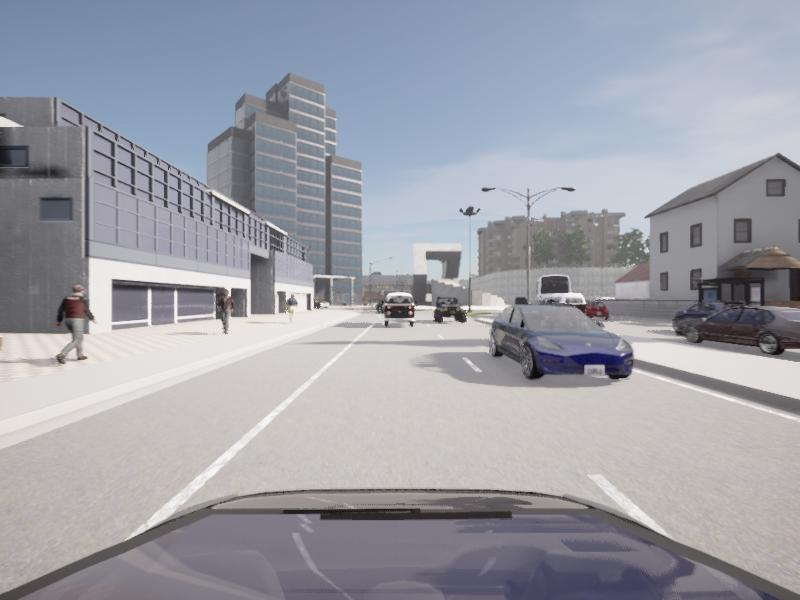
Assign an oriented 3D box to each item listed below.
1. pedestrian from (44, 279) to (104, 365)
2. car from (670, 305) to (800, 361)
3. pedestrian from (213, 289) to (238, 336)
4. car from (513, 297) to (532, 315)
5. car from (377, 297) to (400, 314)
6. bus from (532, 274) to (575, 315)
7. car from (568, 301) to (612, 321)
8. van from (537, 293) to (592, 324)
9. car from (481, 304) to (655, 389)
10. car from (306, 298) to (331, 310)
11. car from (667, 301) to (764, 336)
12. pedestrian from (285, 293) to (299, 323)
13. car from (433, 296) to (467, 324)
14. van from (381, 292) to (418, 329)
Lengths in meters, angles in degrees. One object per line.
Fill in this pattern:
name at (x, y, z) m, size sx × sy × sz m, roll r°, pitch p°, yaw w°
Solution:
pedestrian at (-7.402, 0.479, 9.106) m, size 0.751 × 1.860 × 0.751 m, roll 0°, pitch 0°, yaw 3°
car at (11.507, 0.897, 12.867) m, size 2.033 × 1.411 × 5.357 m, roll 0°, pitch 0°, yaw 0°
pedestrian at (-7.033, 0.485, 16.131) m, size 0.751 × 1.860 × 0.751 m, roll 0°, pitch 0°, yaw -7°
car at (13.593, 0.653, 44.541) m, size 1.905 × 1.878 × 3.866 m, roll 0°, pitch 0°, yaw 16°
car at (-1.376, 0.661, 46.623) m, size 1.932 × 1.855 × 4.605 m, roll 1°, pitch 0°, yaw -11°
bus at (17.610, -0.524, 46.637) m, size 3.944 × 4.253 × 10.273 m, roll -1°, pitch 0°, yaw 18°
car at (15.109, 0.832, 32.080) m, size 1.845 × 1.501 × 3.633 m, roll 0°, pitch 0°, yaw 1°
van at (11.535, 0.575, 28.433) m, size 2.069 × 2.038 × 4.480 m, roll 0°, pitch 0°, yaw 1°
car at (3.504, 0.853, 9.589) m, size 2.163 × 1.488 × 4.792 m, roll 0°, pitch 0°, yaw 0°
car at (-13.814, 0.668, 67.820) m, size 1.932 × 1.855 × 4.605 m, roll 2°, pitch -2°, yaw -44°
car at (14.963, 0.831, 19.268) m, size 1.845 × 1.501 × 3.633 m, roll 0°, pitch 0°, yaw 0°
pedestrian at (-6.733, 0.489, 24.922) m, size 0.751 × 1.860 × 0.751 m, roll 0°, pitch 0°, yaw -9°
car at (3.442, 0.651, 28.083) m, size 1.905 × 1.878 × 3.866 m, roll 0°, pitch 0°, yaw -1°
van at (-0.047, 0.575, 24.465) m, size 2.069 × 2.038 × 4.480 m, roll 0°, pitch 0°, yaw -1°
